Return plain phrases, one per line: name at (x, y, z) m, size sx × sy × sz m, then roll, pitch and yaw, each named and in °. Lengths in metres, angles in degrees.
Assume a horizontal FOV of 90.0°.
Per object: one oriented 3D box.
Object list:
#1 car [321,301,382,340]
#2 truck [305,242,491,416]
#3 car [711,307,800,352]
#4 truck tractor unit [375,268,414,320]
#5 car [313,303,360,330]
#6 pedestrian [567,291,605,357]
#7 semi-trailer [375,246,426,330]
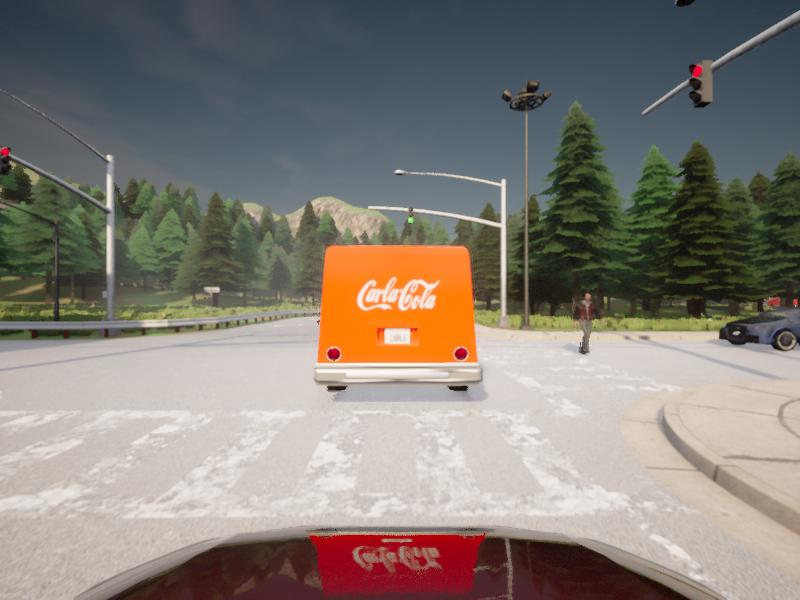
car at (-2.143, 0.860, 19.320) m, size 2.128 × 1.511 × 4.902 m, roll -4°, pitch 0°, yaw 2°
truck at (-0.055, 0.382, 8.275) m, size 2.627 × 2.467 × 5.204 m, roll 0°, pitch 1°, yaw -1°
car at (13.377, 0.939, 13.516) m, size 4.181 × 1.385 × 1.994 m, roll 0°, pitch 0°, yaw 1°
truck tractor unit at (-0.342, -0.507, 36.174) m, size 3.053 × 4.208 × 6.516 m, roll 0°, pitch 0°, yaw 4°
car at (-3.671, 0.903, 24.085) m, size 2.033 × 1.411 × 5.357 m, roll 0°, pitch 0°, yaw 0°
pedestrian at (5.333, 0.669, 11.509) m, size 0.751 × 1.860 × 0.751 m, roll 0°, pitch 0°, yaw 1°
semi-trailer at (-0.236, -0.612, 28.269) m, size 2.717 × 4.402 × 14.254 m, roll 0°, pitch 0°, yaw -2°
